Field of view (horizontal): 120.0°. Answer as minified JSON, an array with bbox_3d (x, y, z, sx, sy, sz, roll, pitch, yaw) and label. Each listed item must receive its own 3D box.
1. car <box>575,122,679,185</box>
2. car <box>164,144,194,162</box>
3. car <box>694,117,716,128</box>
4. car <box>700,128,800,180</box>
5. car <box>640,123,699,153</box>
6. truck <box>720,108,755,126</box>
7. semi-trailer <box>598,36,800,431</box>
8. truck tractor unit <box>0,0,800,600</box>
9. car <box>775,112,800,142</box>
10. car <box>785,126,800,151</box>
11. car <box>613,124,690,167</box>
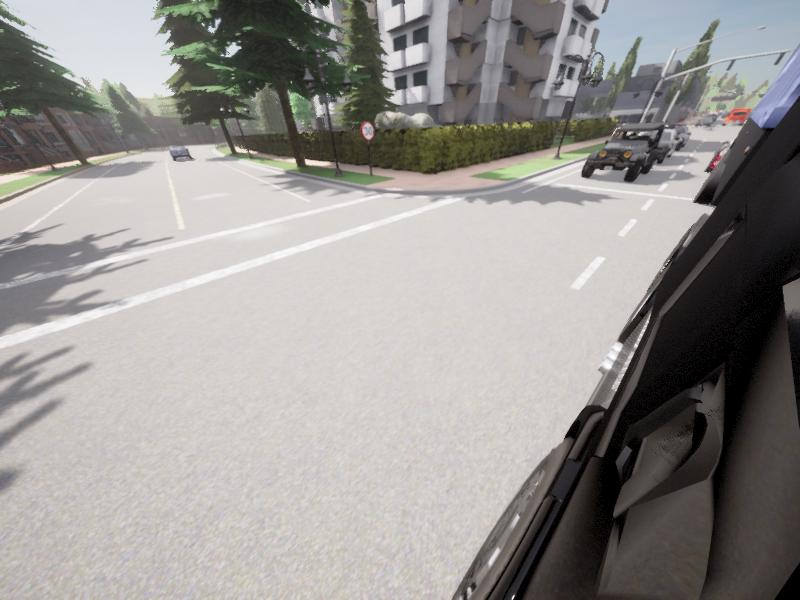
[{"bbox_3d":[9.894,-6.503,10.110,3.866,1.878,1.905,-28,44,-30],"label":"car"},{"bbox_3d":[-26.487,-17.739,27.736,2.033,1.411,5.357,-27,43,-28],"label":"car"},{"bbox_3d":[55.257,-32.231,41.879,4.674,1.442,1.812,-30,45,-31],"label":"car"},{"bbox_3d":[15.143,-6.413,10.003,3.806,1.475,1.970,-29,44,-31],"label":"car"},{"bbox_3d":[20.517,-12.371,17.555,4.974,1.542,2.038,-30,45,-31],"label":"car"},{"bbox_3d":[60.878,-33.040,41.745,5.204,2.467,2.627,-30,45,-31],"label":"truck"},{"bbox_3d":[8.661,-3.633,4.260,14.254,4.402,2.717,-29,44,-30],"label":"semi-trailer"},{"bbox_3d":[2.645,-0.295,0.351,6.516,4.208,3.053,-28,44,-30],"label":"truck tractor unit"},{"bbox_3d":[33.134,-14.078,18.739,4.605,1.855,1.932,-30,45,-31],"label":"car"},{"bbox_3d":[27.913,-10.967,15.173,5.366,1.575,1.801,-30,45,-31],"label":"car"},{"bbox_3d":[14.783,-9.133,13.513,5.238,1.638,1.930,-30,45,-31],"label":"car"}]
